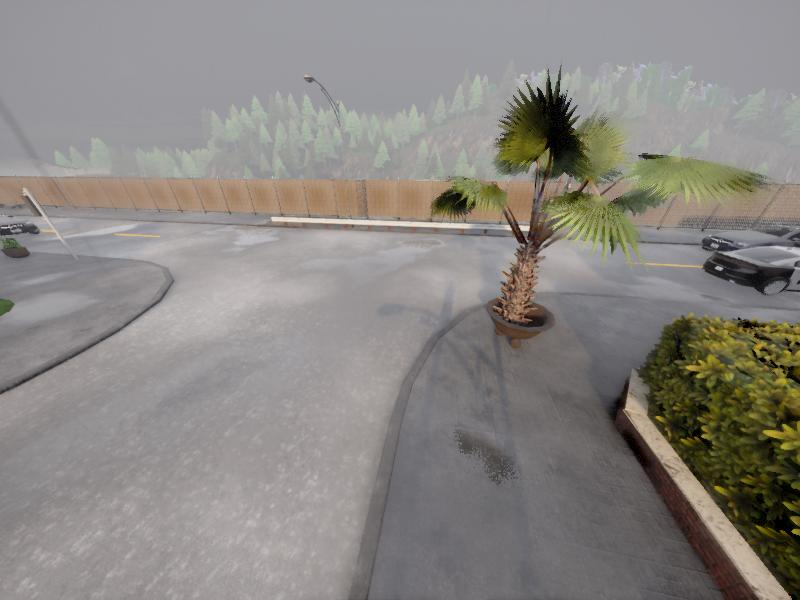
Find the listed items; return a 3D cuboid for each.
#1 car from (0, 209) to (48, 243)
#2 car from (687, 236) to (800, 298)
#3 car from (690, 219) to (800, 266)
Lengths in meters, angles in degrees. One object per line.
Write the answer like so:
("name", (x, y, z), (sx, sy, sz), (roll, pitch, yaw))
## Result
("car", (-27.144, -4.920, 15.113), (5.027, 1.651, 2.152), (5, 30, 9))
("car", (15.183, -1.193, 8.664), (5.238, 1.638, 1.930), (5, 30, 9))
("car", (18.988, -2.889, 11.594), (5.027, 1.651, 2.152), (5, 30, 9))
